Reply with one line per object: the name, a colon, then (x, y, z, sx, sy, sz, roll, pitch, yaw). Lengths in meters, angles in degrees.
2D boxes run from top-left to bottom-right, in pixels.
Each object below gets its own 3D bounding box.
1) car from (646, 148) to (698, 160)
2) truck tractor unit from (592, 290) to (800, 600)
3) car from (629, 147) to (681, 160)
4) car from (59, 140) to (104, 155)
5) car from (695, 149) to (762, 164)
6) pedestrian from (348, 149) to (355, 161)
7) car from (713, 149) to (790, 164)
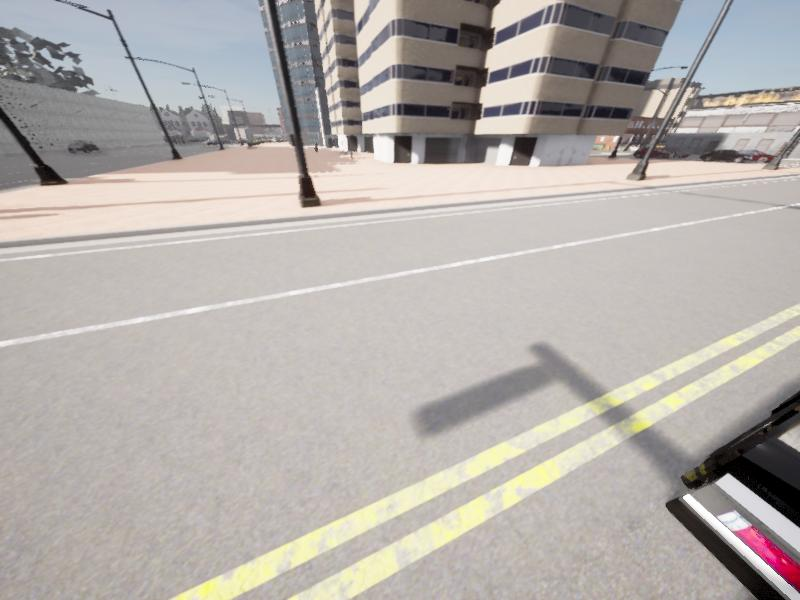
car: (43.791, -23.692, 37.338, 2.163, 1.488, 4.792, -13, 36, -18)
truck tractor unit: (5.243, -0.140, 0.562, 6.516, 4.208, 3.053, -12, 37, -17)
car: (40.304, -23.356, 36.705, 2.033, 1.649, 4.856, -13, 36, -18)
car: (-43.522, -20.977, 31.734, 1.789, 1.549, 3.705, -12, 37, -17)
car: (43.295, -19.111, 30.665, 1.812, 1.442, 4.674, -13, 37, -18)
pedestrian: (-5.736, -17.231, 27.427, 0.500, 1.100, 0.500, 13, 37, 17)
car: (46.882, -19.342, 31.067, 2.033, 1.411, 5.357, -13, 37, -18)
